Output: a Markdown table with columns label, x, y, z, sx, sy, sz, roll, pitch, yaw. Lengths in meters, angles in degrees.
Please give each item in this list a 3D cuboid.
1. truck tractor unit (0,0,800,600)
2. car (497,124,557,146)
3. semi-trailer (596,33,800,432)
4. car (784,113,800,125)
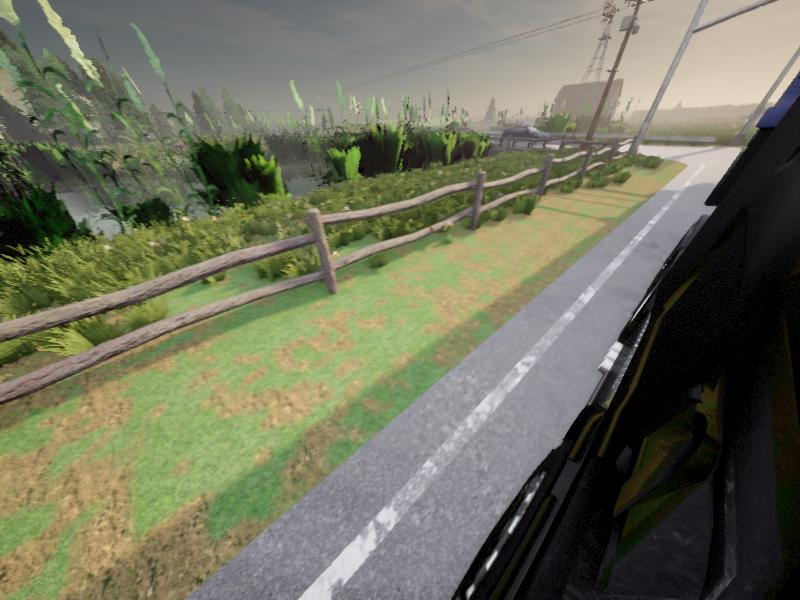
| label | x | y | z | sx | sy | sz | roll | pitch | yaw |
| --- | --- | --- | --- | --- | --- | --- | --- | --- | --- |
| truck tractor unit | 2.645 | -0.295 | 0.351 | 6.516 | 4.208 | 3.053 | -28 | 44 | -30 |
| car | 12.311 | -16.300 | 22.748 | 1.812 | 1.442 | 4.674 | -26 | 46 | -28 |
| semi-trailer | 8.774 | -3.551 | 4.155 | 14.254 | 4.402 | 2.717 | -27 | 43 | -29 |
| car | 67.325 | -29.212 | 37.208 | 1.801 | 1.575 | 5.366 | -7 | 37 | -8 |
